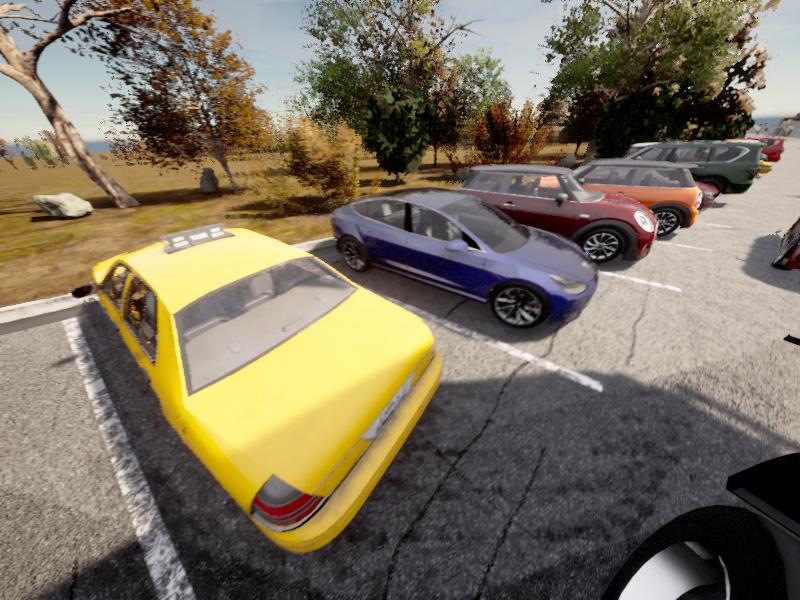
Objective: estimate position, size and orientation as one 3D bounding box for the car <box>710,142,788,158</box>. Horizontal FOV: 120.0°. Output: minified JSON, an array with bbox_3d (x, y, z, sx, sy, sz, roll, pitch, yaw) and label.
[{"bbox_3d":[42.306,-18.332,28.249,4.792,1.488,2.163,20,40,27],"label":"car"}]

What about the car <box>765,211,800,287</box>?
[{"bbox_3d":[9.329,-1.217,4.364,4.181,1.385,1.994,-22,41,-28],"label":"car"}]

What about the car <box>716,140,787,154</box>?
[{"bbox_3d":[51.591,-22.586,34.147,5.366,1.575,1.946,19,40,27],"label":"car"}]

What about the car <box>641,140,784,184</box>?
[{"bbox_3d":[18.261,-8.446,14.000,4.442,1.987,1.878,21,40,29],"label":"car"}]

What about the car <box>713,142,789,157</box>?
[{"bbox_3d":[44.736,-19.350,29.671,4.792,1.488,2.163,20,39,27],"label":"car"}]

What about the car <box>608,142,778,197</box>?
[{"bbox_3d":[13.389,-6.451,11.216,4.442,1.987,1.878,21,40,29],"label":"car"}]

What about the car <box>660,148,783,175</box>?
[{"bbox_3d":[23.011,-10.270,16.990,4.792,1.488,2.163,21,40,29],"label":"car"}]

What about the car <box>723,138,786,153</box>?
[{"bbox_3d":[54.100,-23.689,35.473,4.553,1.767,2.185,19,39,26],"label":"car"}]

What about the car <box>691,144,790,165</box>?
[{"bbox_3d":[32.754,-14.279,22.536,4.892,1.521,2.231,21,40,28],"label":"car"}]

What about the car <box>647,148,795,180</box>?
[{"bbox_3d":[20.756,-9.235,15.481,5.366,1.575,1.946,21,40,29],"label":"car"}]

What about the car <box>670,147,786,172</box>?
[{"bbox_3d":[25.498,-11.252,18.358,4.792,1.488,2.163,21,40,29],"label":"car"}]

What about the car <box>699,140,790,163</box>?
[{"bbox_3d":[35.185,-15.384,23.860,4.553,1.767,2.185,21,40,28],"label":"car"}]

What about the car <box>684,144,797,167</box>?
[{"bbox_3d":[30.486,-13.227,21.053,5.366,1.575,1.946,21,40,28],"label":"car"}]

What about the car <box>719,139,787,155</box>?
[{"bbox_3d":[49.387,-21.588,32.535,4.553,1.767,2.185,19,39,27],"label":"car"}]

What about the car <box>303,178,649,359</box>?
[{"bbox_3d":[0.794,-1.156,4.267,4.792,1.488,2.163,21,40,29],"label":"car"}]

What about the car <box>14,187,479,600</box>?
[{"bbox_3d":[-2.166,-0.112,2.762,5.366,1.575,1.946,21,41,29],"label":"car"}]

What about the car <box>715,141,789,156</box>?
[{"bbox_3d":[47.069,-20.420,31.116,5.008,1.535,2.097,20,40,27],"label":"car"}]

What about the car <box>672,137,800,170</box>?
[{"bbox_3d":[27.877,-12.495,19.613,5.566,2.045,2.435,21,40,28],"label":"car"}]

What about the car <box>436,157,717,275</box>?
[{"bbox_3d":[3.521,-2.434,5.787,4.553,1.767,2.185,21,40,29],"label":"car"}]

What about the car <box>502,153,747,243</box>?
[{"bbox_3d":[6.006,-3.406,7.140,4.553,1.767,2.185,21,41,29],"label":"car"}]

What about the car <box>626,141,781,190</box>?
[{"bbox_3d":[15.824,-7.448,12.608,4.442,1.987,1.878,21,40,29],"label":"car"}]

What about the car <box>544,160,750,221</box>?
[{"bbox_3d":[8.422,-4.279,8.644,4.674,1.452,2.002,21,40,29],"label":"car"}]

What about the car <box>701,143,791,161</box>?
[{"bbox_3d":[37.568,-16.299,25.356,5.008,1.535,2.097,21,40,28],"label":"car"}]

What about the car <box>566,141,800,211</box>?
[{"bbox_3d":[10.829,-5.520,9.878,5.566,2.045,2.435,21,40,29],"label":"car"}]
